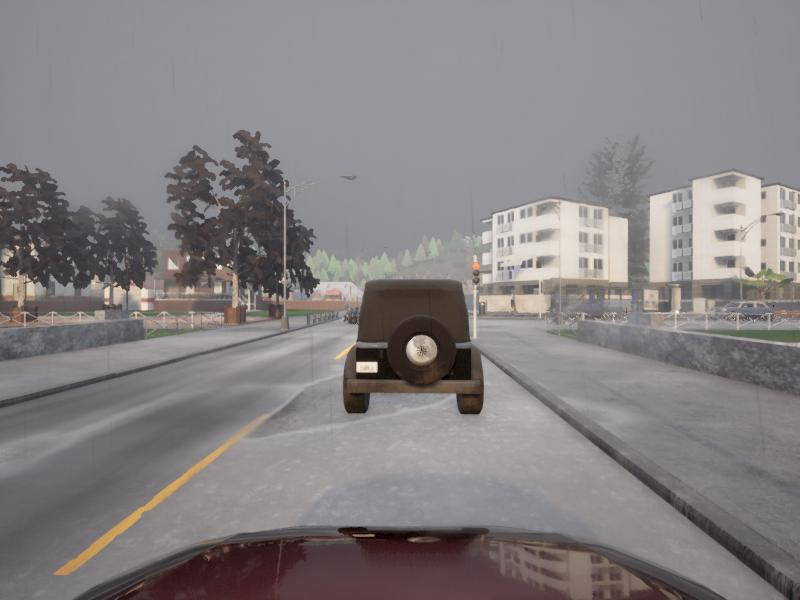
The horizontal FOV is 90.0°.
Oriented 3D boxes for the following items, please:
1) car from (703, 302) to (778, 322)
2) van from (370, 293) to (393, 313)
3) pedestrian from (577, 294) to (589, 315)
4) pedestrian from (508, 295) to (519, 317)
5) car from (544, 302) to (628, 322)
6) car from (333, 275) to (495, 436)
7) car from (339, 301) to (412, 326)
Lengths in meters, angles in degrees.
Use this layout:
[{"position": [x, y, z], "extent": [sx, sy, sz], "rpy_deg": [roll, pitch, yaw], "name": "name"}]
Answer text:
[{"position": [25.231, 0.853, 29.763], "extent": [3.806, 1.475, 1.970], "rpy_deg": [0, 0, 2], "name": "car"}, {"position": [-2.300, 0.379, 51.361], "extent": [2.351, 2.431, 6.366], "rpy_deg": [0, 0, 2], "name": "van"}, {"position": [16.474, 0.417, 36.063], "extent": [0.751, 1.860, 0.751], "rpy_deg": [0, 0, 1], "name": "pedestrian"}, {"position": [10.059, 0.524, 35.481], "extent": [0.751, 1.860, 0.751], "rpy_deg": [0, 0, -9], "name": "pedestrian"}, {"position": [13.895, 0.895, 30.147], "extent": [5.357, 1.411, 2.033], "rpy_deg": [0, 0, 2], "name": "car"}, {"position": [0.220, 0.646, 6.640], "extent": [1.905, 1.878, 3.866], "rpy_deg": [0, 0, 2], "name": "car"}, {"position": [-1.499, 0.844, 26.213], "extent": [1.837, 1.490, 4.892], "rpy_deg": [-2, -1, 41], "name": "car"}]
